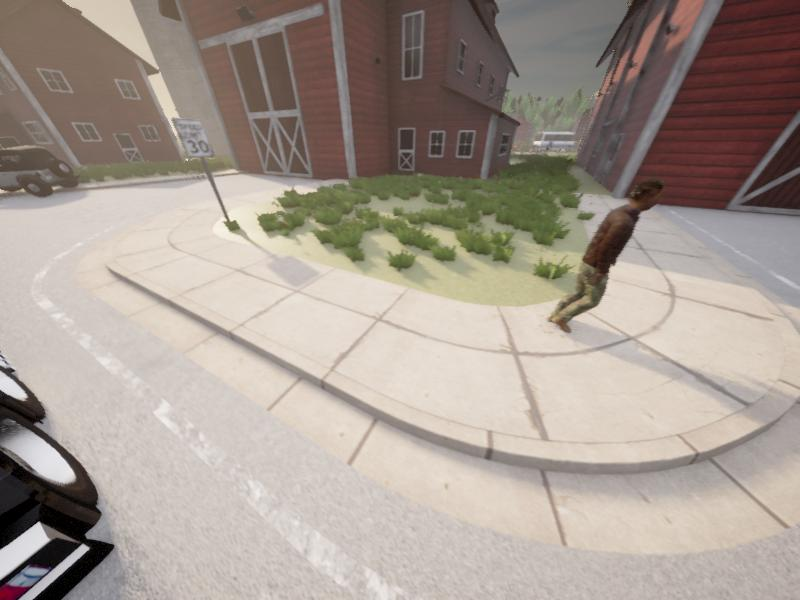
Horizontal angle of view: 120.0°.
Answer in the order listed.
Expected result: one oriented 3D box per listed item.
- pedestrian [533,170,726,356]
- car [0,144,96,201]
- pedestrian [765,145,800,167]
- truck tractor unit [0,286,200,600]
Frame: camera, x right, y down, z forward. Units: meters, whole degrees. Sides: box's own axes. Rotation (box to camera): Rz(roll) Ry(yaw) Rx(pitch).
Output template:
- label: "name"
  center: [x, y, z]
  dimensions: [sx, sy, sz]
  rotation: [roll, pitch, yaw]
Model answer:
- label: "pedestrian"
  center: [2.291, -0.388, 2.670]
  dimensions: [0.751, 1.860, 0.751]
  rotation: [18, 38, 24]
- label: "car"
  center: [-17.987, -5.940, 10.730]
  dimensions: [3.866, 1.878, 1.905]
  rotation: [-10, 41, -11]
- label: "pedestrian"
  center: [38.373, -14.483, 23.185]
  dimensions: [0.751, 1.860, 0.751]
  rotation: [12, 36, 17]
- label: "truck tractor unit"
  center: [-5.141, -0.270, 0.730]
  dimensions: [6.516, 4.208, 3.053]
  rotation: [17, 38, 22]
